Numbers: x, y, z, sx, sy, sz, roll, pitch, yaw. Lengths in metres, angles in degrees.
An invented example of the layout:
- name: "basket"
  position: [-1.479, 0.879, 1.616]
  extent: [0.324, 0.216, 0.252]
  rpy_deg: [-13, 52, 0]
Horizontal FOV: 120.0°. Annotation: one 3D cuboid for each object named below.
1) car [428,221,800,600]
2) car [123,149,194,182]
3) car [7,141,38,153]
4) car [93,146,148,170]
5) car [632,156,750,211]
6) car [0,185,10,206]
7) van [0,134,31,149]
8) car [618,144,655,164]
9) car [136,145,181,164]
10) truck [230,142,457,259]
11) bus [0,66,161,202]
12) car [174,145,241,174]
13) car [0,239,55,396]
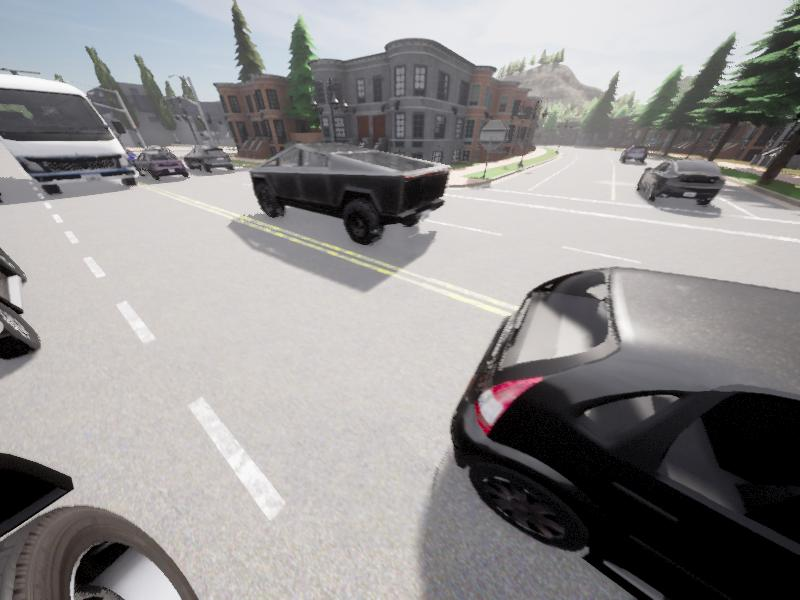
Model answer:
- name: "car"
  position: [2.393, 1.009, 1.105]
  extent: [3.988, 1.617, 1.851]
  rpy_deg: [22, 41, 28]
- name: "car"
  position: [-15.518, -8.704, 14.844]
  extent: [4.193, 1.474, 1.816]
  rpy_deg: [22, 41, 28]
- name: "car"
  position: [-61.186, -24.833, 37.391]
  extent: [5.357, 1.411, 2.033]
  rpy_deg: [22, 41, 28]
- name: "car"
  position: [-23.435, -11.931, 19.354]
  extent: [4.193, 1.474, 1.816]
  rpy_deg: [22, 41, 28]
- name: "car"
  position: [12.288, -5.368, 10.267]
  extent: [1.837, 1.490, 4.892]
  rpy_deg: [20, 39, 27]
- name: "car"
  position: [-17.305, -4.529, 8.862]
  extent: [3.633, 1.501, 1.845]
  rpy_deg: [22, 41, 28]
- name: "van"
  position: [-76.679, -31.571, 45.924]
  extent: [6.366, 2.431, 2.351]
  rpy_deg: [22, 41, 28]
- name: "car"
  position: [26.729, -16.665, 26.289]
  extent: [2.033, 1.649, 4.856]
  rpy_deg: [22, 41, 28]
- name: "car"
  position: [-24.509, -14.832, 23.460]
  extent: [4.193, 1.474, 1.816]
  rpy_deg: [22, 41, 28]
- name: "truck"
  position: [-1.881, -3.400, 6.896]
  extent: [6.274, 2.098, 2.390]
  rpy_deg: [22, 41, 28]
- name: "bus"
  position: [-17.980, -8.469, 12.079]
  extent: [10.273, 4.253, 3.944]
  rpy_deg: [22, 41, 28]
- name: "car"
  position: [-15.014, -11.024, 18.007]
  extent: [4.856, 1.649, 2.033]
  rpy_deg: [22, 41, 28]
- name: "car"
  position: [-6.407, -0.235, 2.548]
  extent: [4.605, 1.855, 1.932]
  rpy_deg: [22, 41, 28]
